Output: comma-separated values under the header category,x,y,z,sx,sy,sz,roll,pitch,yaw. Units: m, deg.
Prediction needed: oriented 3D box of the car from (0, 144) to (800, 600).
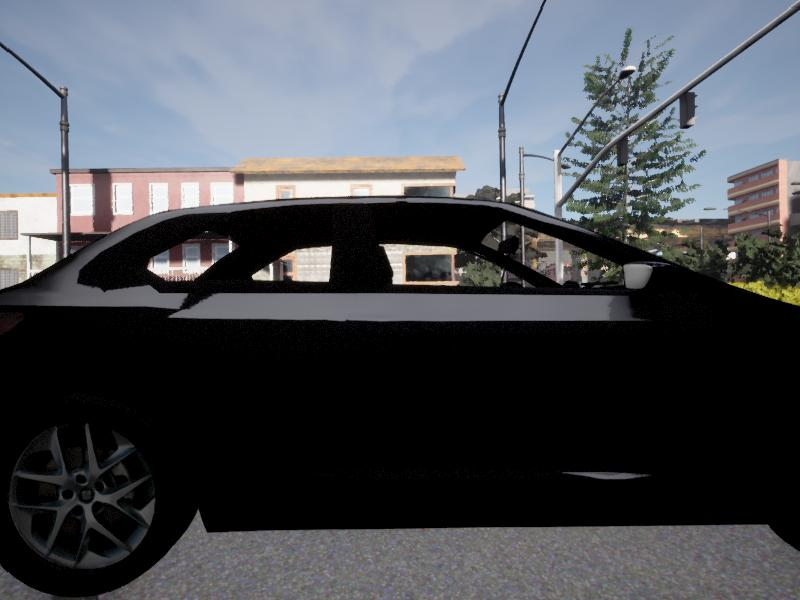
category,x,y,z,sx,sy,sz,roll,pitch,yaw
car,0.342,0.254,2.184,4.193,1.474,1.816,0,0,-1
